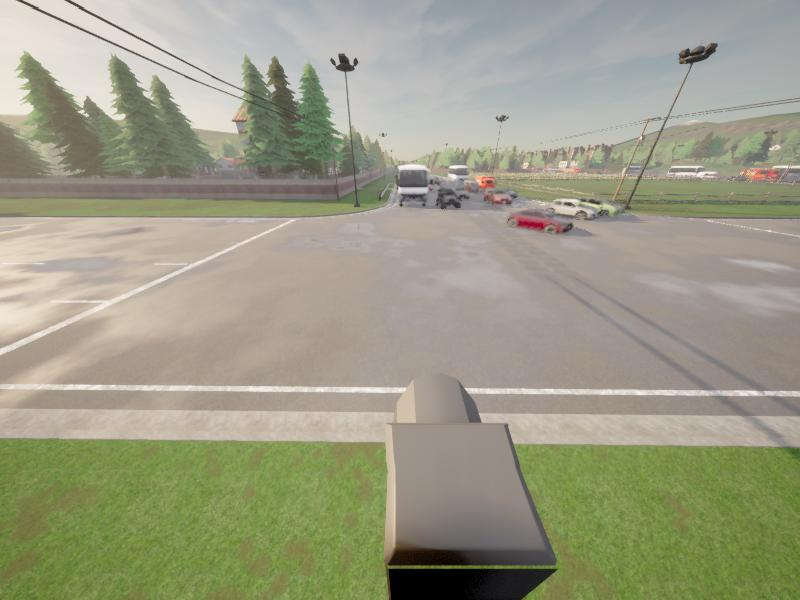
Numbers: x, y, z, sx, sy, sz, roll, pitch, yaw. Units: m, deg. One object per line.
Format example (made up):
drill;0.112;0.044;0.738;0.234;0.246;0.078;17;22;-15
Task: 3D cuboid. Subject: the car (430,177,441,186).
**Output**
car;8.399;-28.156;54.886;1.905;1.878;3.866;0;30;0

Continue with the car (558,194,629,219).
car;18.254;-8.993;22.055;2.007;1.525;4.514;-20;35;-30

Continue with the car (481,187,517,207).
car;11.929;-12.680;28.298;2.242;1.667;4.611;-1;30;-2

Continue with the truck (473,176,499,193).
truck;15.338;-20.883;41.711;2.627;2.467;5.204;0;30;0

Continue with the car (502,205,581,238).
car;10.005;-5.782;16.652;1.994;1.385;4.181;-22;37;-33

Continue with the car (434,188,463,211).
car;5.175;-11.137;25.404;1.905;1.878;3.866;-4;30;-6

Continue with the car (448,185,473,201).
car;8.293;-14.953;32.233;2.242;1.667;4.611;0;30;0

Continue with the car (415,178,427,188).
car;4.673;-26.737;52.695;2.152;1.651;5.027;0;30;-1

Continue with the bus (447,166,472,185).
bus;15.556;-33.492;61.763;3.944;4.253;10.273;0;30;0

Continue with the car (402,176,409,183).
car;1.465;-36.036;68.896;2.007;1.525;4.514;0;30;0

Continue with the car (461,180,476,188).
car;15.378;-26.081;51.811;1.994;1.385;4.181;0;30;0

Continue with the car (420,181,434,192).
car;4.919;-21.175;43.011;2.242;1.667;4.611;1;30;1

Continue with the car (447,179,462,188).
car;11.881;-25.537;50.725;2.128;1.511;4.902;0;30;0

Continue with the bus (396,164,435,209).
bus;1.484;-14.267;28.465;3.944;4.253;10.273;0;30;-1

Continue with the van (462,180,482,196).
van;11.821;-18.607;38.242;1.775;1.987;4.442;0;30;0

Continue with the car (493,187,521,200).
car;15.297;-15.385;33.285;1.994;1.385;4.181;0;30;0

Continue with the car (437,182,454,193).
car;8.340;-20.745;42.456;2.163;1.488;4.792;0;30;0

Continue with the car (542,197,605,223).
car;15.244;-8.061;20.491;1.970;1.475;3.806;-20;36;-31

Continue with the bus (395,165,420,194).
bus;1.230;-22.210;42.222;3.944;4.253;10.273;0;30;0
